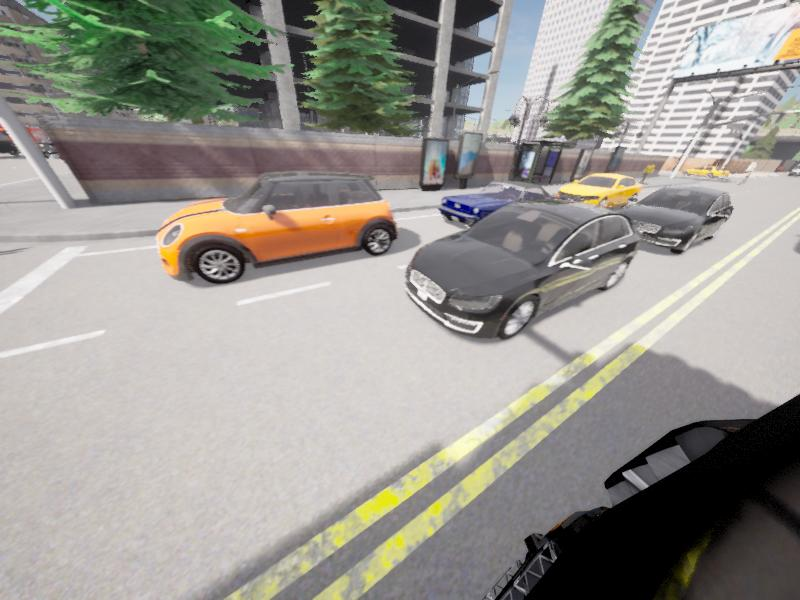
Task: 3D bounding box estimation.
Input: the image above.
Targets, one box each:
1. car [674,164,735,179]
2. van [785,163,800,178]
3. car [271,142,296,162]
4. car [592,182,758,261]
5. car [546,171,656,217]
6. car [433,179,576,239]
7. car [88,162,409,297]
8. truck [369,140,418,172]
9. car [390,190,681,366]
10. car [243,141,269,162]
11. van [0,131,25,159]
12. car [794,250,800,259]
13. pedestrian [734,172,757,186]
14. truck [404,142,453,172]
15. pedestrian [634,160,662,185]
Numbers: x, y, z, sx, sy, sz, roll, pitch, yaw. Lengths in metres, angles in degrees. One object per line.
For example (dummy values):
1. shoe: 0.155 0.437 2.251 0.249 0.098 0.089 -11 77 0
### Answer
1. car: 47.242 -20.060 36.015 1.801 1.575 5.366 -11 36 -19
2. van: 84.061 -27.193 48.385 5.915 2.561 1.988 -16 38 -26
3. car: -14.267 -18.058 28.165 1.905 1.878 3.866 -16 38 -26
4. car: 8.652 -2.696 7.267 4.892 1.490 1.837 -16 38 -26
5. car: 9.693 -5.250 11.151 5.008 1.535 1.882 -16 38 -26
6. car: 3.696 -3.417 8.196 4.718 1.301 1.895 -16 38 -26
7. car: -2.348 -1.874 5.004 4.553 1.767 2.097 -16 38 -26
8. truck: -0.817 -14.730 23.596 2.615 2.467 5.204 -16 38 -26
9. car: 2.421 -0.892 4.121 4.892 1.490 1.837 -16 38 -26
10. car: -16.807 -17.321 26.879 1.905 1.878 3.866 -16 38 -26
11. van: -34.983 -13.015 19.301 1.775 1.987 4.442 -16 38 -26
12. car: 13.897 -2.044 6.510 5.238 1.638 1.930 -16 38 -26
13. pedestrian: 38.135 -13.374 25.519 0.751 1.300 0.751 -10 35 -18
14. truck: 2.906 -15.811 25.481 2.615 2.467 5.204 -16 38 -26
15. pedestrian: 21.835 -11.234 20.394 0.751 1.860 0.751 -14 37 -23
